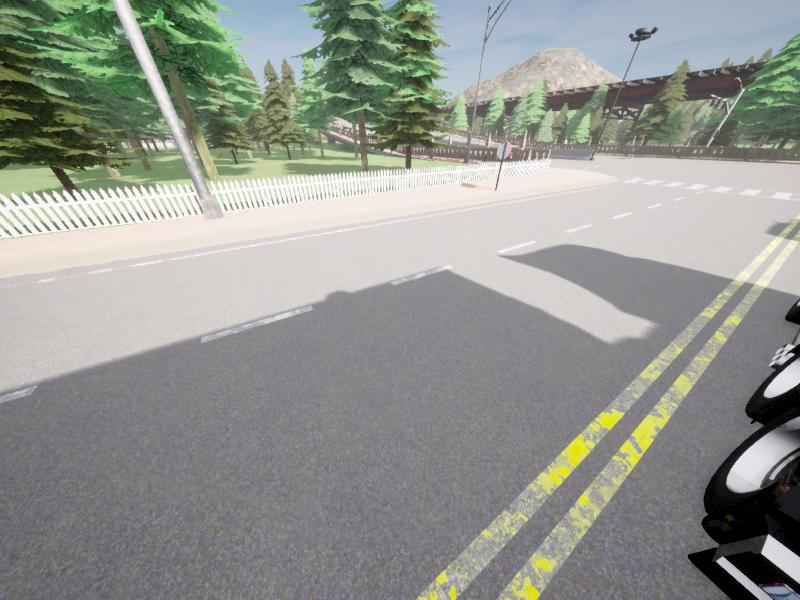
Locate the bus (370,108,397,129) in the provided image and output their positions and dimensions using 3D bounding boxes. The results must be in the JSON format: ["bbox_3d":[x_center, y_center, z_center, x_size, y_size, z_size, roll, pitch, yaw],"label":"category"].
[{"bbox_3d":[-5.543,-57.805,73.441,3.944,4.253,10.273,-20,47,-26],"label":"bus"}]

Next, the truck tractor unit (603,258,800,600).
[{"bbox_3d":[5.099,-0.313,0.797,6.516,4.208,3.053,-19,39,-25],"label":"truck tractor unit"}]
